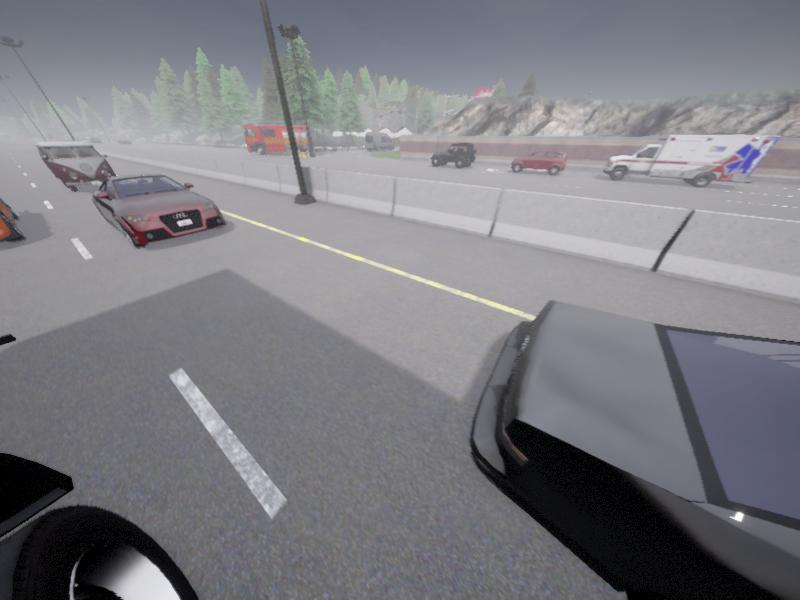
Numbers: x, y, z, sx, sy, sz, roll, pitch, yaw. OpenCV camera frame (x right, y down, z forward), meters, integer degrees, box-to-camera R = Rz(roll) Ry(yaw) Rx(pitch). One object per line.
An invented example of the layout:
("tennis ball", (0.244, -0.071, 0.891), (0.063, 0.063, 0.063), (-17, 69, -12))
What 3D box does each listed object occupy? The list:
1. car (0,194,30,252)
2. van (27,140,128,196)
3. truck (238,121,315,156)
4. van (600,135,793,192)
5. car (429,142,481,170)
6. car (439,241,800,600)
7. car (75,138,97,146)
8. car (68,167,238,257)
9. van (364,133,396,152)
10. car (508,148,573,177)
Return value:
("car", (-11.464, -2.292, 5.464), (4.553, 1.767, 2.097), (22, 41, 28))
("van", (-15.939, -6.671, 11.450), (4.442, 1.987, 1.775), (22, 41, 28))
("truck", (-16.966, -22.811, 32.683), (8.468, 3.827, 2.891), (-5, 37, -7))
("van", (16.490, -8.358, 13.812), (6.366, 2.431, 2.351), (22, 41, 28))
("car", (4.844, -12.914, 20.597), (3.866, 1.878, 1.905), (22, 41, 28))
("car", (3.078, 1.368, 0.791), (5.357, 1.411, 2.033), (22, 41, 28))
("car", (-78.481, -39.448, 57.719), (5.027, 1.651, 2.152), (22, 41, 28))
("car", (-6.898, -2.711, 6.479), (4.181, 1.385, 1.994), (22, 41, 28))
("van", (-3.242, -26.398, 38.694), (1.988, 2.561, 5.915), (22, 41, 28))
("car", (10.519, -10.448, 17.462), (3.705, 1.549, 1.789), (22, 41, 28))
